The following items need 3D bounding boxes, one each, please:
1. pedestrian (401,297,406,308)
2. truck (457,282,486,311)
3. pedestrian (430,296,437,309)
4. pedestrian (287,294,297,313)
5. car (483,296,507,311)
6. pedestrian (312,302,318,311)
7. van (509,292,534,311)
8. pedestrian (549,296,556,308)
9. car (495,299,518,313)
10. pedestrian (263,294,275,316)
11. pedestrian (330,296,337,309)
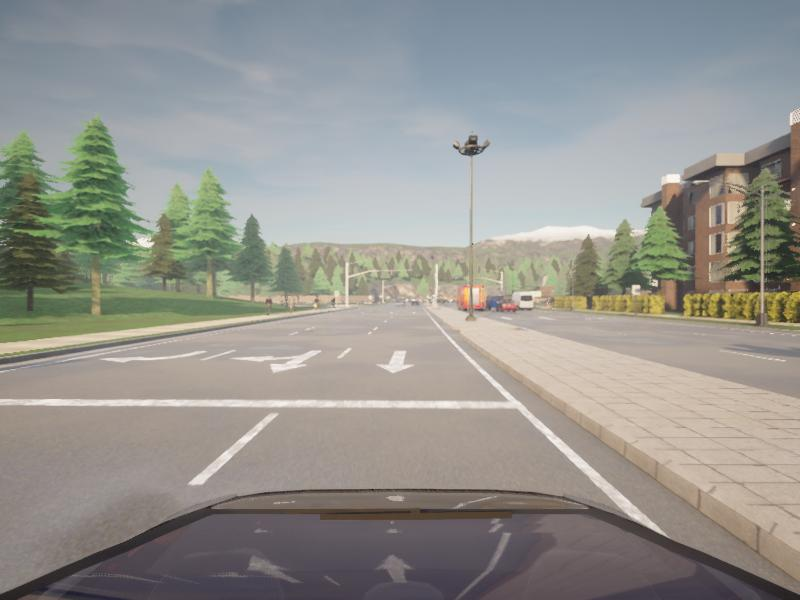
[{"bbox_3d":[0.580,0.488,68.190,0.751,1.860,0.751,0,0,-1],"label":"pedestrian"},{"bbox_3d":[9.765,-0.446,55.562,2.891,3.827,8.468,0,0,2],"label":"truck"},{"bbox_3d":[4.769,0.359,56.688,0.751,1.860,0.751,0,0,-24],"label":"pedestrian"},{"bbox_3d":[-10.630,0.384,39.544,0.751,1.860,0.751,0,0,3],"label":"pedestrian"},{"bbox_3d":[13.286,0.446,56.203,2.150,2.045,5.566,0,0,2],"label":"car"},{"bbox_3d":[-9.813,0.749,46.236,0.500,1.100,0.500,0,0,1],"label":"pedestrian"},{"bbox_3d":[16.771,0.201,55.544,1.988,2.561,5.915,0,0,2],"label":"van"},{"bbox_3d":[23.695,0.350,62.156,0.751,1.860,0.751,0,0,3],"label":"pedestrian"},{"bbox_3d":[12.994,0.680,49.077,1.851,1.617,3.988,0,0,2],"label":"car"},{"bbox_3d":[-11.159,0.395,34.118,0.751,1.860,0.751,0,0,4],"label":"pedestrian"},{"bbox_3d":[-9.627,0.344,57.762,0.751,1.860,0.751,0,0,10],"label":"pedestrian"}]
